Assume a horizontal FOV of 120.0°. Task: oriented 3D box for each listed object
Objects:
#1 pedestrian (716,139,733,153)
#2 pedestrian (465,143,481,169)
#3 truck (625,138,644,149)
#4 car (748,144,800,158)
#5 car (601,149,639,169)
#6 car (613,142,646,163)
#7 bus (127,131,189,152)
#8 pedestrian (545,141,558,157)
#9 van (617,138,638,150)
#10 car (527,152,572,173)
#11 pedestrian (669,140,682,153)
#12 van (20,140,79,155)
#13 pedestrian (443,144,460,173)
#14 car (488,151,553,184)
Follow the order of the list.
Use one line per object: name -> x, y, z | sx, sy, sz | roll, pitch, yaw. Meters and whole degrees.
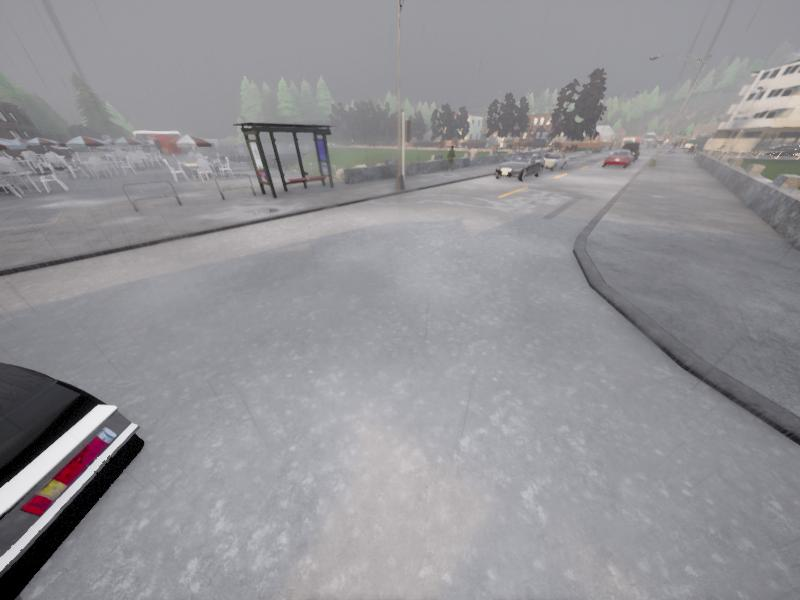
pedestrian -> 54.808, -26.024, 39.035 | 0.751, 1.860, 0.751 | 29, 44, 35
pedestrian -> 6.490, -12.817, 20.552 | 0.751, 1.860, 0.751 | 29, 44, 35
truck -> 66.171, -44.347, 65.217 | 2.627, 2.467, 5.204 | 29, 44, 35
car -> 54.211, -21.214, 32.870 | 4.892, 1.490, 1.837 | 29, 44, 35
car -> 21.727, -13.989, 22.794 | 1.994, 1.385, 4.181 | 28, 44, 34
car -> 26.938, -17.326, 27.103 | 1.905, 1.878, 3.866 | 29, 44, 35
bus -> -63.525, -41.930, 61.012 | 3.944, 4.253, 10.273 | 29, 44, 35
pedestrian -> 22.169, -22.107, 33.814 | 0.751, 1.860, 0.751 | -27, 43, -33
van -> 54.917, -37.594, 55.613 | 2.351, 2.431, 6.366 | 29, 44, 35
car -> 13.173, -12.144, 20.259 | 1.895, 1.301, 4.718 | 29, 44, 35
pedestrian -> 49.524, -27.628, 41.565 | 0.751, 1.860, 0.751 | -28, 44, -34
van -> -73.292, -32.126, 48.569 | 2.351, 2.431, 6.366 | 29, 44, 35
pedestrian -> 3.975, -10.959, 17.894 | 0.751, 1.860, 0.751 | -26, 42, -32
car -> 8.414, -9.306, 16.018 | 2.128, 1.511, 4.902 | 29, 44, 35
